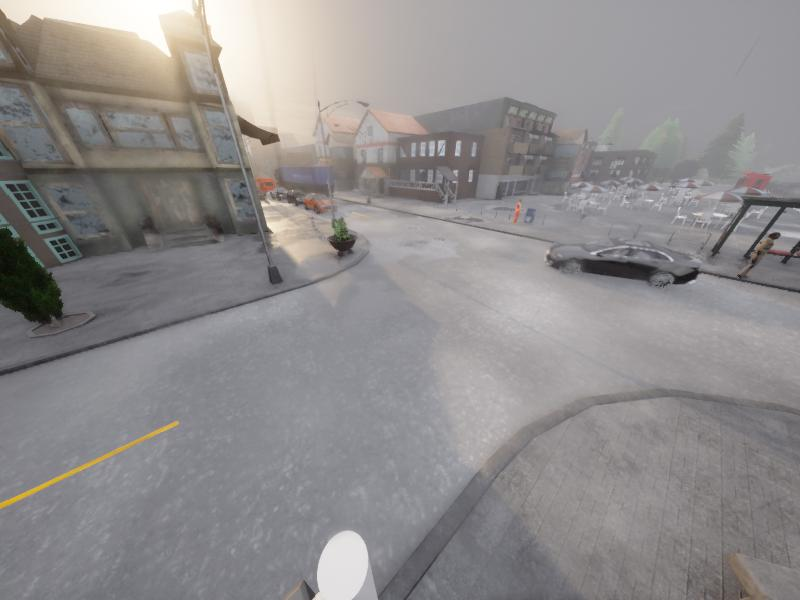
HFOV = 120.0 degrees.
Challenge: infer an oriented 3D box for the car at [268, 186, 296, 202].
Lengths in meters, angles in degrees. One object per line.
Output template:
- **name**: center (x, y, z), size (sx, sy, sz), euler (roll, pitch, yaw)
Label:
- **car**: center (-17.014, -15.267, 33.125), size (2.038, 1.542, 4.974), euler (-23, 37, -34)

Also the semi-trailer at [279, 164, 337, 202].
- **semi-trailer**: center (-14.328, -17.986, 34.948), size (2.717, 4.402, 14.254), euler (-22, 37, -33)

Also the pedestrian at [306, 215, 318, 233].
- **pedestrian**: center (-6.044, -5.195, 15.855), size (0.500, 1.100, 0.500), euler (-3, 30, -5)

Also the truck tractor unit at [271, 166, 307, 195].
- **truck tractor unit**: center (-19.377, -20.952, 40.274), size (3.053, 4.208, 6.516), euler (-23, 37, -34)

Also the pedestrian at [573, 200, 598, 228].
- **pedestrian**: center (13.893, -6.484, 17.374), size (0.751, 1.860, 0.751), euler (10, 31, 16)

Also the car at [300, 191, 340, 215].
- **car**: center (-8.443, -10.278, 24.220), size (2.097, 1.767, 4.553), euler (-23, 37, -34)

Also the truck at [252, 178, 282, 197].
- **truck**: center (-21.968, -18.629, 38.003), size (2.627, 2.467, 5.204), euler (-23, 37, -34)

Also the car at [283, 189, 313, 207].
- **car**: center (-12.676, -12.715, 28.629), size (1.851, 1.617, 3.988), euler (-23, 37, -34)

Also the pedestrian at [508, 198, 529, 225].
- **pedestrian**: center (9.196, -6.879, 18.010), size (0.751, 1.860, 0.751), euler (-6, 31, -10)

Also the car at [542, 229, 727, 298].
- **car**: center (9.014, -1.756, 9.740), size (4.902, 1.511, 2.128), euler (14, 33, 23)

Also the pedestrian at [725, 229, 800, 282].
- **pedestrian**: center (14.234, -1.756, 9.138), size (0.751, 1.860, 0.751), euler (-12, 32, -19)
